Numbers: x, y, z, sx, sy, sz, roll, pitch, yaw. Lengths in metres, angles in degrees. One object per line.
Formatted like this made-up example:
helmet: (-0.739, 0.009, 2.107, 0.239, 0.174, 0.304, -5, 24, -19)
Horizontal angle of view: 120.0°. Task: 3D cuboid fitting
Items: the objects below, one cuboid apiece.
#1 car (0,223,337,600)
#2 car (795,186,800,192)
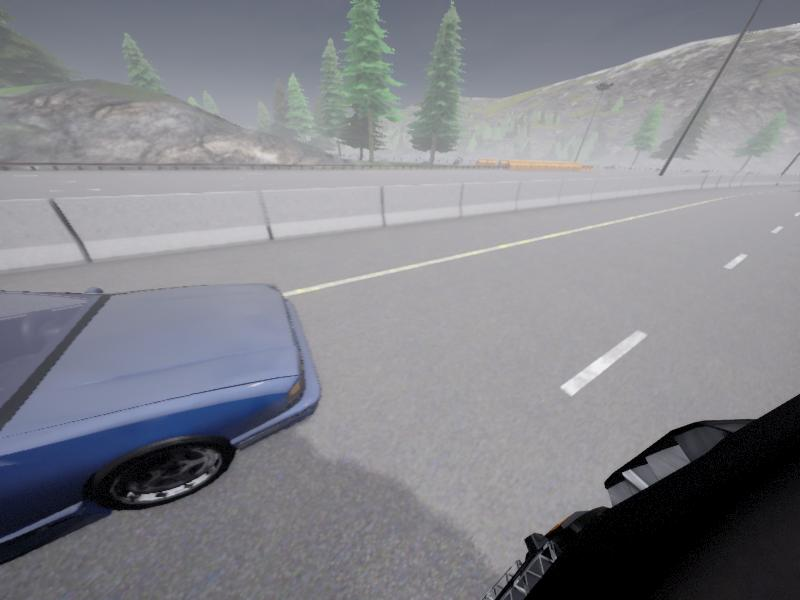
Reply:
car: (-3.361, 0.834, 1.236, 5.357, 1.411, 2.033, -16, 38, -26)
car: (42.169, -11.531, 22.685, 4.605, 1.855, 1.932, -10, 34, -19)
